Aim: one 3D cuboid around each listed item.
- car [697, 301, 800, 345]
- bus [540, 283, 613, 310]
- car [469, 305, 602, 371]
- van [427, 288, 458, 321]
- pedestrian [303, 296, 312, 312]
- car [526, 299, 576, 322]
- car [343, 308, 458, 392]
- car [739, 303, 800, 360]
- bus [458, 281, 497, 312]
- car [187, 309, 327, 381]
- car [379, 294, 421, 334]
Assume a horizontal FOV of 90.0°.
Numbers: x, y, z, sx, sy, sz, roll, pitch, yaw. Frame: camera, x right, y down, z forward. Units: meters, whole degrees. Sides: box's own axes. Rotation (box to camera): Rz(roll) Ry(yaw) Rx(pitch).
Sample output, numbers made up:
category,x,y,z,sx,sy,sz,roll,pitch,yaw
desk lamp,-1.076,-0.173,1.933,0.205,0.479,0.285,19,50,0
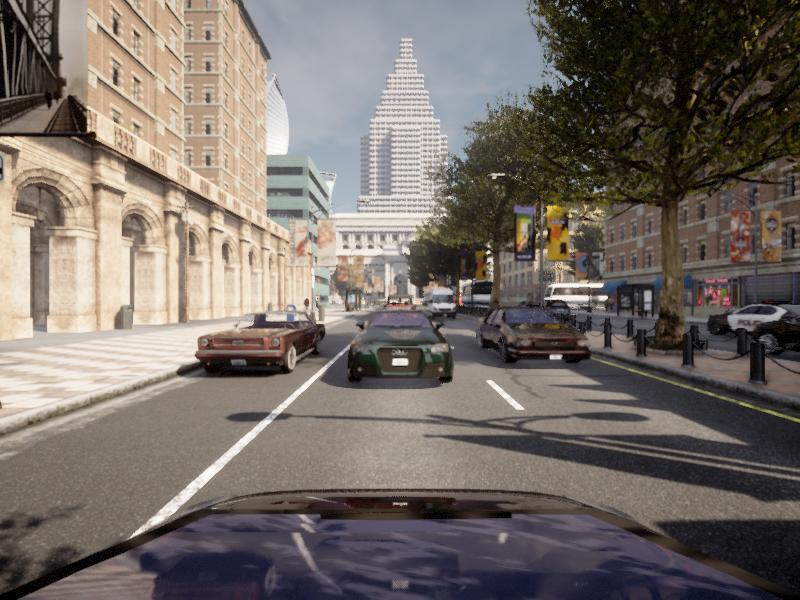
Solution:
category,x,y,z,sx,sy,sz,roll,pitch,yaw
car,15.006,0.825,16.373,2.038,1.542,4.974,0,0,0
bus,28.861,-0.533,65.918,10.273,4.253,3.944,0,0,-1
car,3.503,0.896,11.648,2.033,1.411,5.357,0,0,0
van,3.508,0.325,34.113,1.988,2.561,5.915,0,0,0
pedestrian,-10.642,0.489,46.032,0.751,1.860,0.751,0,0,4
car,11.526,0.780,30.989,2.033,1.649,4.856,0,0,0
car,0.003,0.909,9.030,1.994,1.385,4.181,0,0,0
car,11.503,0.846,10.031,1.837,1.490,4.892,0,0,0
bus,11.396,-0.530,60.169,3.944,4.253,10.273,0,0,0
car,-3.246,0.939,10.223,1.895,1.301,4.718,0,0,0
car,0.004,0.646,20.461,1.905,1.878,3.866,0,0,0
